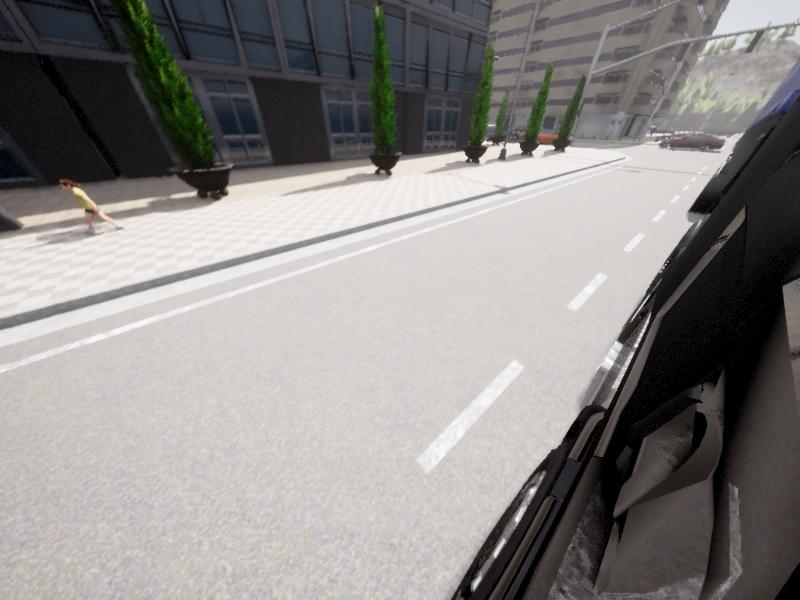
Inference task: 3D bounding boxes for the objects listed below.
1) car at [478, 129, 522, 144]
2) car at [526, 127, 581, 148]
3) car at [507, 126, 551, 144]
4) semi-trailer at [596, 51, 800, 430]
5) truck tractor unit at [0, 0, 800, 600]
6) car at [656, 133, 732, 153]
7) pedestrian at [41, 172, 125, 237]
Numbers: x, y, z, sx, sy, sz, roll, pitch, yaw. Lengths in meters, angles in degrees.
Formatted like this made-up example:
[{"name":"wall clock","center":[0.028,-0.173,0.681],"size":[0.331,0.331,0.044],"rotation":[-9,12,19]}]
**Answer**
[{"name":"car","center":[13.480,-22.363,31.496],"size":[2.128,1.511,4.902],"rotation":[-26,45,-31]},{"name":"car","center":[17.907,-19.188,27.177],"size":[2.097,1.767,4.553],"rotation":[-26,45,-30]},{"name":"car","center":[17.608,-22.793,31.808],"size":[1.932,1.855,4.605],"rotation":[-27,45,-31]},{"name":"semi-trailer","center":[8.752,-3.420,4.372],"size":[14.254,4.402,2.717],"rotation":[-26,45,-31]},{"name":"truck tractor unit","center":[2.645,-0.295,0.351],"size":[6.516,4.208,3.053],"rotation":[-28,43,-30]},{"name":"car","center":[30.415,-16.474,24.103],"size":[1.812,1.442,4.674],"rotation":[-27,45,-31]},{"name":"pedestrian","center":[-6.413,-1.953,4.748],"size":[0.500,1.100,0.500],"rotation":[-28,46,-32]}]
